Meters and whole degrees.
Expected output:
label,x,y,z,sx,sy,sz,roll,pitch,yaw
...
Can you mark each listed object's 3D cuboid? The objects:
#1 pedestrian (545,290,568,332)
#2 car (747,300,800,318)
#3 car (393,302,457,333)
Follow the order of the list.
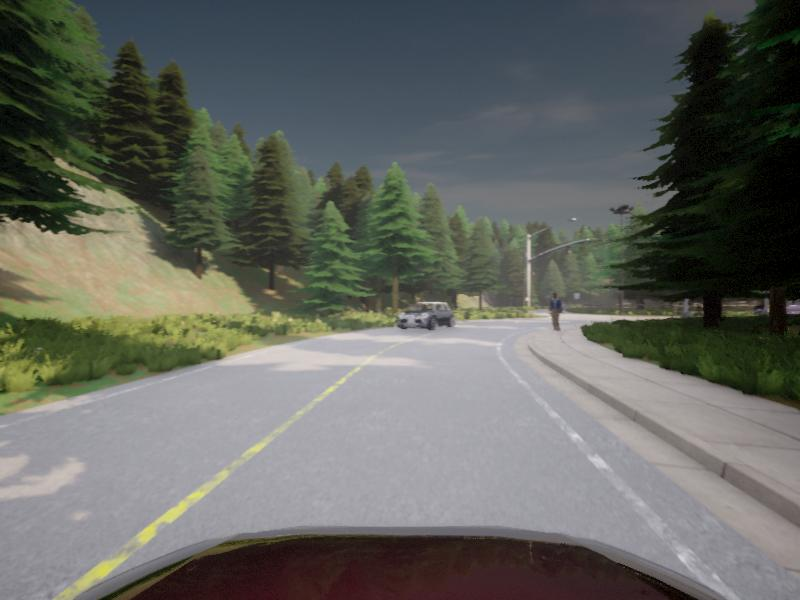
label,x,y,z,sx,sy,sz,roll,pitch,yaw
pedestrian,7.131,0.495,18.234,0.751,1.860,0.751,0,0,44
car,35.912,0.837,37.400,4.856,1.649,2.033,0,0,10
car,1.466,0.853,21.649,1.970,1.475,3.806,0,0,30
